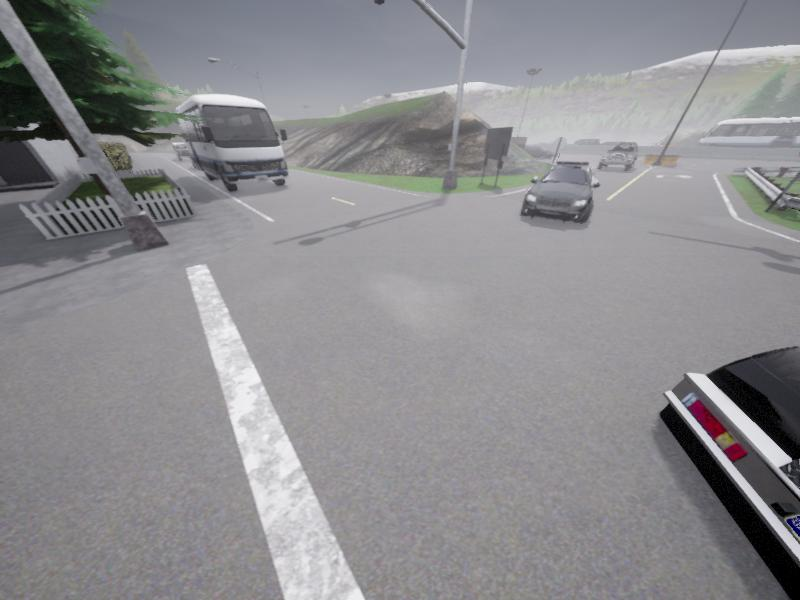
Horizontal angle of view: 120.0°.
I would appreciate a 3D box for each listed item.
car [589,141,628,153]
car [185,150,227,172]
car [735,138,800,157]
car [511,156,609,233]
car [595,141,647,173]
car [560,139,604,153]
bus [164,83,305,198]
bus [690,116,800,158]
[{"bbox_3d":[37.921,-27.974,42.163,2.033,1.649,4.856,-29,44,-34],"label":"car"},{"bbox_3d":[-18.575,-13.365,22.051,2.007,1.525,4.514,-29,44,-34],"label":"car"},{"bbox_3d":[53.170,-21.925,33.065,2.150,2.045,5.566,-29,44,-34],"label":"car"},{"bbox_3d":[6.012,-4.163,8.515,2.038,1.542,4.974,21,42,28],"label":"car"},{"bbox_3d":[17.500,-11.387,18.245,1.932,1.855,4.605,29,44,35],"label":"car"},{"bbox_3d":[33.030,-28.151,42.103,2.150,2.045,5.566,-29,44,-34],"label":"car"},{"bbox_3d":[-10.697,-9.827,14.582,3.944,4.253,10.273,-29,44,-34],"label":"bus"},{"bbox_3d":[48.886,-22.369,31.820,3.944,4.253,10.273,-29,44,-34],"label":"bus"}]
